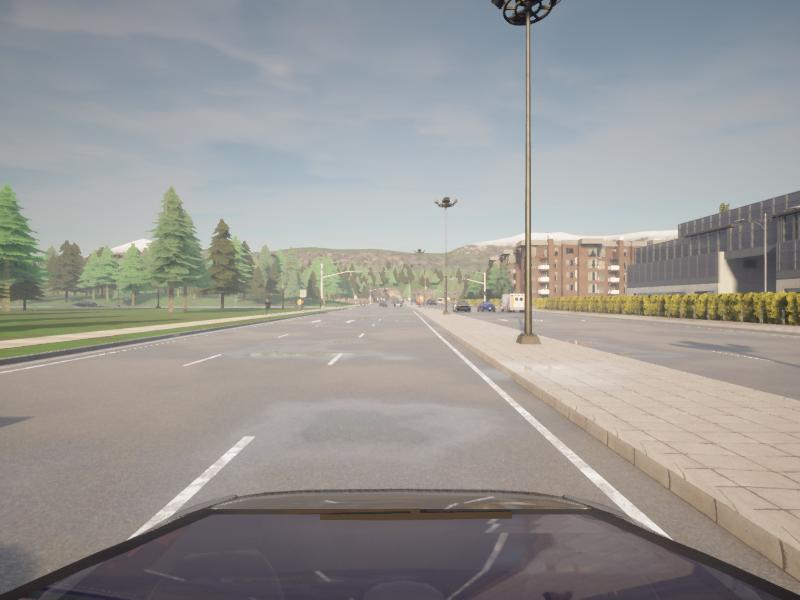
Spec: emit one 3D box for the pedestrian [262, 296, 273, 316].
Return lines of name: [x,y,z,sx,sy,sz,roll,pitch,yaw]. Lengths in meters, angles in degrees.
pedestrian: [-12.487,0.518,37.743,0.751,1.860,0.751,0,0,2]

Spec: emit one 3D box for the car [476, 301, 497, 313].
car: [11.755,0.918,54.568,1.812,1.442,4.674,0,0,0]

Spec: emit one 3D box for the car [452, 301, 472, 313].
car: [8.250,0.874,53.841,2.038,1.542,4.974,0,0,1]

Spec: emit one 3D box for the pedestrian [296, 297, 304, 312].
pedestrian: [-12.210,0.528,48.960,0.751,1.860,0.751,0,0,2]

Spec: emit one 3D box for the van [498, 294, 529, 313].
van: [15.255,0.426,54.148,2.351,2.431,6.366,0,0,0]
